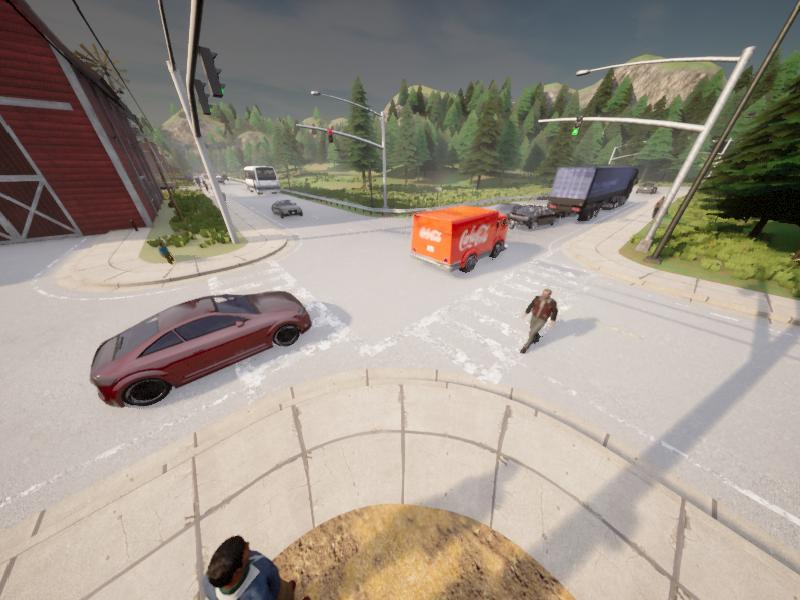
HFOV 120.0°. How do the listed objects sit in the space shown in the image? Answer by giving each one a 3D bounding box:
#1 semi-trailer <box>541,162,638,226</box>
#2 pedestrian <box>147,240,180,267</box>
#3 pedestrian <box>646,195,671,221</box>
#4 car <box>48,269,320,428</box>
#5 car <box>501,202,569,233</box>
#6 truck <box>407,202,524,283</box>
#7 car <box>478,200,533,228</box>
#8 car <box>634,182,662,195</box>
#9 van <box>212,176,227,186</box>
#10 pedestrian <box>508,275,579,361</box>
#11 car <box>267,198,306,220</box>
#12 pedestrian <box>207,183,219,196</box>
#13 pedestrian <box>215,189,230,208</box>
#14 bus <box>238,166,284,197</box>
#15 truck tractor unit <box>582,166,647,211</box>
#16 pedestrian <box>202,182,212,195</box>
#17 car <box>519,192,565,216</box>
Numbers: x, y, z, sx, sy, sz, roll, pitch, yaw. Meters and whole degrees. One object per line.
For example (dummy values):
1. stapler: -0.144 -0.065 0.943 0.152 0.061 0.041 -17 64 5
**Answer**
1. semi-trailer: 18.663 -10.594 22.225 14.254 4.402 2.717 -23 37 -34
2. pedestrian: -10.712 -2.117 10.507 0.500 1.100 0.500 5 30 9
3. pedestrian: 21.957 -7.834 19.650 0.751 1.860 0.751 -25 38 -36
4. car: -4.524 0.678 5.750 4.181 1.385 1.994 -24 38 -36
5. car: 10.633 -6.568 18.159 4.902 1.511 2.128 -17 34 -27
6. truck: 3.192 -3.096 11.218 5.204 2.467 2.627 -23 37 -34
7. car: 9.245 -7.575 20.021 5.357 1.411 2.033 -25 38 -36
8. car: 43.758 -19.712 40.766 4.611 1.667 2.242 -22 36 -33
9. van: -46.259 -30.558 59.241 2.069 2.038 4.480 -22 37 -33
10. pedestrian: 3.431 0.448 5.659 0.751 1.860 0.751 -17 34 -27
11. car: -11.084 -8.948 22.479 1.994 1.385 4.181 -22 37 -33
12. pedestrian: -29.149 -17.240 35.995 0.751 1.860 0.751 -24 38 -35
13. pedestrian: -19.854 -11.391 25.865 0.751 1.860 0.751 -23 37 -34
14. bus: -24.512 -20.990 40.454 3.944 4.253 10.273 -22 37 -33
15. truck tractor unit: 24.720 -13.056 26.683 6.516 4.208 3.053 -23 37 -33
16. pedestrian: -31.689 -18.374 37.959 0.751 1.860 0.751 -17 34 -27
17. car: 14.796 -10.031 23.998 4.611 1.667 2.242 -23 37 -34
